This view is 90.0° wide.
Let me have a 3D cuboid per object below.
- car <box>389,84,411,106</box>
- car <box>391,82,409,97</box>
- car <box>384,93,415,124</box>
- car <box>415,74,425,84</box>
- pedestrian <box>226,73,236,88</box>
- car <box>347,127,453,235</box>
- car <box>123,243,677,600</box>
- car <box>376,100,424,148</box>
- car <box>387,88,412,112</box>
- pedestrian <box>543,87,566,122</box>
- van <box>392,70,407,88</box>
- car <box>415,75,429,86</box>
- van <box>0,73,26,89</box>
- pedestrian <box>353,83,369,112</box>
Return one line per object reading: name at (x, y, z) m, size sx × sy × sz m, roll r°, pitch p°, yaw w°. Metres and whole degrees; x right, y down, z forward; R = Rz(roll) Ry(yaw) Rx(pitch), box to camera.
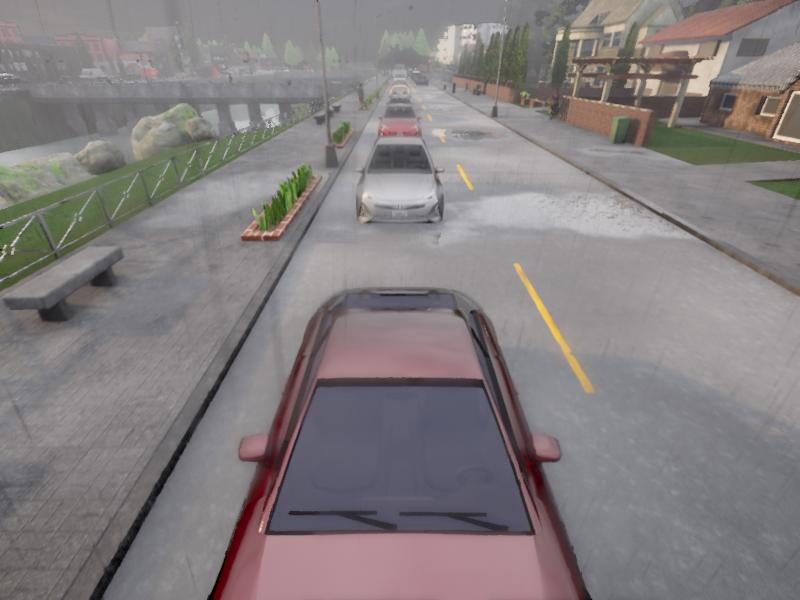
car at (-0.011, -19.167, 37.266) m, size 1.882 × 1.535 × 5.008 m, roll 0°, pitch 30°, yaw 0°
car at (-0.013, -24.694, 46.888) m, size 1.994 × 1.385 × 4.181 m, roll 0°, pitch 30°, yaw 0°
car at (-0.008, -12.339, 25.651) m, size 1.816 × 1.474 × 4.193 m, roll 0°, pitch 30°, yaw 0°
car at (3.983, -44.912, 81.312) m, size 1.851 × 1.617 × 3.988 m, roll 0°, pitch 30°, yaw 0°
pedestrian at (-24.694, -32.100, 58.535) m, size 0.751 × 1.860 × 0.751 m, roll 20°, pitch 36°, yaw 30°
car at (-0.003, -3.138, 9.860) m, size 2.007 × 1.525 × 4.514 m, roll 0°, pitch 30°, yaw 0°
car at (0.000, 1.020, 2.927) m, size 1.994 × 1.385 × 4.181 m, roll 0°, pitch 30°, yaw 0°
car at (-0.005, -8.369, 18.809) m, size 2.007 × 1.525 × 4.514 m, roll 0°, pitch 30°, yaw 0°
car at (-0.010, -15.758, 31.444) m, size 1.845 × 1.501 × 3.633 m, roll 0°, pitch 30°, yaw 0°
pedestrian at (9.224, -11.676, 23.882) m, size 0.751 × 1.860 × 0.751 m, roll 0°, pitch 30°, yaw 0°
van at (-0.018, -36.330, 65.733) m, size 2.351 × 2.431 × 6.366 m, roll 0°, pitch 30°, yaw 0°
car at (3.982, -40.157, 73.169) m, size 2.242 × 1.667 × 4.611 m, roll 0°, pitch 30°, yaw 0°
van at (-61.698, -34.223, 62.503) m, size 2.069 × 2.038 × 4.480 m, roll 0°, pitch 30°, yaw 0°
pedestrian at (-2.856, -14.806, 29.232) m, size 0.751 × 1.860 × 0.751 m, roll 27°, pitch 40°, yaw 38°
